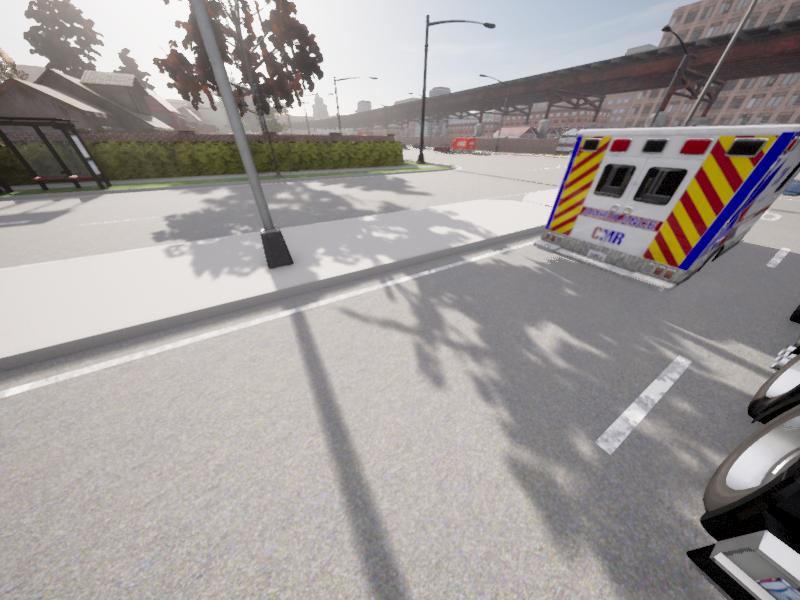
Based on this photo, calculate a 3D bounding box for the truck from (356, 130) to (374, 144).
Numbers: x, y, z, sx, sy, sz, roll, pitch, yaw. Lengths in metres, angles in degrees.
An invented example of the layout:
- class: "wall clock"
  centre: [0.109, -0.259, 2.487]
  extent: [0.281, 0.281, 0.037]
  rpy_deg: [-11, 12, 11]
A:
- class: "truck"
  centre: [-12.134, -55.799, 79.034]
  extent: [2.891, 3.827, 8.468]
  rpy_deg: [-18, 40, -24]

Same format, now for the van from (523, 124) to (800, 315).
- class: "van"
  centre: [6.204, -2.238, 5.124]
  extent: [6.366, 2.431, 2.351]
  rpy_deg: [-18, 39, -24]

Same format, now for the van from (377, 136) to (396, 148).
- class: "van"
  centre: [-3.617, -42.223, 61.735]
  extent: [2.351, 2.431, 6.366]
  rpy_deg: [-18, 40, -24]

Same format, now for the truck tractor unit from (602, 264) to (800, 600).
- class: "truck tractor unit"
  centre: [5.113, -0.297, 0.791]
  extent: [6.516, 4.208, 3.053]
  rpy_deg: [-18, 39, -24]

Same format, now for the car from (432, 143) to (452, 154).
- class: "car"
  centre: [8.168, -29.738, 45.312]
  extent: [1.789, 1.549, 3.705]
  rpy_deg: [-18, 39, -24]

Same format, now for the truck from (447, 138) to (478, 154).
- class: "truck"
  centre: [12.126, -30.167, 45.174]
  extent: [2.627, 2.467, 5.204]
  rpy_deg: [-18, 39, -24]

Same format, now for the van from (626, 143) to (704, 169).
- class: "van"
  centre: [27.095, -14.963, 23.863]
  extent: [2.069, 2.038, 4.480]
  rpy_deg: [-18, 39, -24]
